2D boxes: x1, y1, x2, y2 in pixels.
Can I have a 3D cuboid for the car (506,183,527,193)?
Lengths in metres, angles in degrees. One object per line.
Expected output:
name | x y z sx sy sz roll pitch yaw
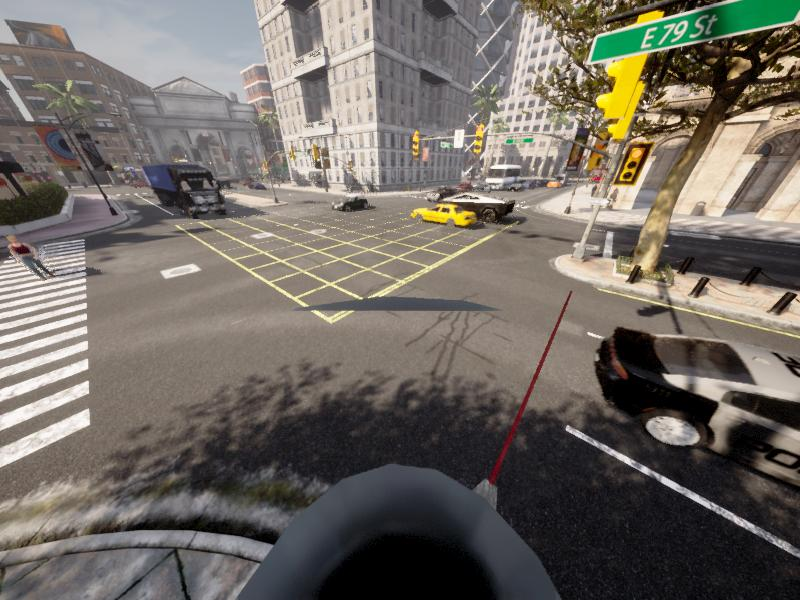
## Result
car | 21.378 -20.487 42.194 1.895 1.301 4.718 23 37 34

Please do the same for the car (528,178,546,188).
car | 30.644 -26.106 51.601 2.152 1.651 5.027 23 37 34

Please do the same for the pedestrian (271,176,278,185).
pedestrian | -29.729 -28.177 54.597 0.751 1.860 0.751 2 30 4

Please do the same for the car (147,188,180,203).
car | -32.021 -14.238 31.276 5.357 1.411 2.033 23 37 34

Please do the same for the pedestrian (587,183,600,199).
pedestrian | 26.736 -15.074 31.900 0.751 1.860 0.751 23 37 34

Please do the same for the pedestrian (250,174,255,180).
pedestrian | -47.439 -39.499 74.207 0.751 1.860 0.751 -5 30 -8

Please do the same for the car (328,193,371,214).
car | -5.181 -10.125 24.066 1.970 1.475 3.806 23 37 34

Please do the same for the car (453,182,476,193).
car | 11.636 -20.187 41.527 1.812 1.442 4.674 23 37 34

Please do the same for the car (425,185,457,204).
car | 5.413 -13.916 30.235 1.932 1.855 4.605 23 36 34

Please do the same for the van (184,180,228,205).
van | -25.231 -14.113 30.022 6.366 2.431 2.351 23 37 34

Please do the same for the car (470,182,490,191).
car | 16.026 -22.750 46.115 1.895 1.301 4.718 23 37 34

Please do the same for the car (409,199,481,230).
car | 3.360 -6.916 18.404 5.366 1.575 1.801 23 37 34

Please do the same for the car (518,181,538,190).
car | 26.001 -23.250 46.881 2.033 1.411 5.357 23 37 34

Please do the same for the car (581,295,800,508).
car | 6.123 1.773 3.293 5.238 1.638 1.930 21 36 31

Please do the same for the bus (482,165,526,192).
bus | 20.281 -23.744 44.882 3.944 4.253 10.273 23 37 34

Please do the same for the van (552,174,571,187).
van | 37.843 -28.026 54.010 1.988 2.561 5.915 23 37 34

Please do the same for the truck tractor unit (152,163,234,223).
truck tractor unit | -18.580 -9.806 20.766 6.516 4.208 3.053 23 37 34

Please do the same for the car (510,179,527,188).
car | 27.004 -26.600 52.551 2.007 1.525 4.514 23 37 34

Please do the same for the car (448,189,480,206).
car | 7.875 -12.600 28.355 1.816 1.474 4.193 25 38 36

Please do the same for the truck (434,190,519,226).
truck | 6.363 -8.163 20.049 6.274 2.098 2.390 23 37 34

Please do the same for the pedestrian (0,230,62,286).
pedestrian | -14.297 -1.614 8.891 0.751 1.860 0.751 23 37 34

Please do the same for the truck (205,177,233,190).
truck | -37.860 -24.418 48.201 6.274 2.098 2.390 21 36 32

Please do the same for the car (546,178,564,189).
car | 33.211 -24.960 49.443 2.097 1.767 4.553 23 37 34

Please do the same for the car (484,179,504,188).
car | 20.584 -25.591 50.659 2.242 1.667 4.611 23 37 34

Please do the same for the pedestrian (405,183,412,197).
pedestrian | 1.343 -16.832 35.250 0.751 1.860 0.751 18 35 28

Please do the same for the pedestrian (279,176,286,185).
pedestrian | -28.389 -28.879 55.812 0.751 1.860 0.751 12 32 20

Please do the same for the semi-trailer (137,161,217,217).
semi-trailer | -24.622 -12.446 25.143 14.254 4.402 2.717 23 37 34

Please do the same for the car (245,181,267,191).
car | -28.587 -22.601 45.782 4.181 1.385 1.994 23 37 34

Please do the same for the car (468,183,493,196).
car | 13.630 -18.693 38.852 2.038 1.542 4.974 23 37 34
